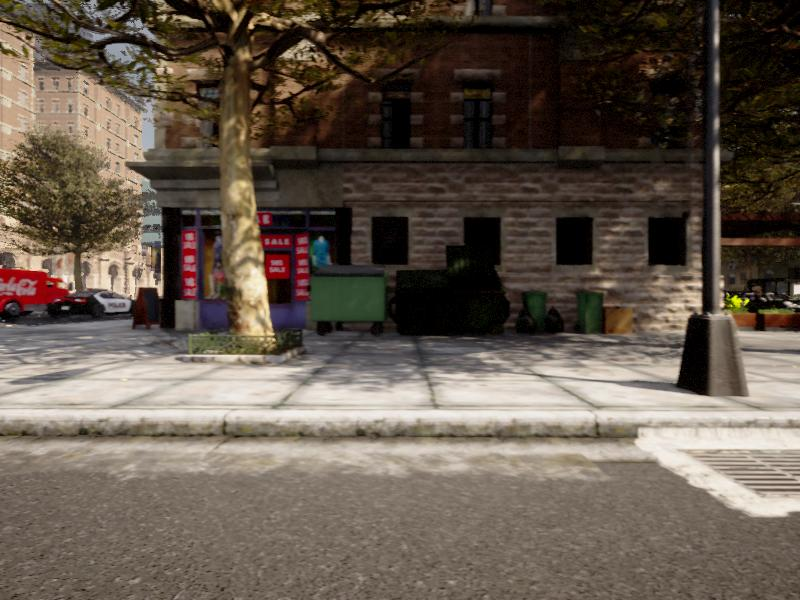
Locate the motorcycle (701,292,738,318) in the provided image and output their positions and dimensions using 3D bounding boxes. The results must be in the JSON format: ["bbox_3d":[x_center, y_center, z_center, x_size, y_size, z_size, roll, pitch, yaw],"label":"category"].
[{"bbox_3d":[16.049,0.257,20.091,1.805,1.236,0.856,0,0,-30],"label":"motorcycle"}]

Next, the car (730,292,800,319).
[{"bbox_3d":[22.014,0.308,23.619,1.970,1.475,3.806,0,0,1],"label":"car"}]

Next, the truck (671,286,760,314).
[{"bbox_3d":[25.545,0.006,32.876,2.390,2.098,6.274,0,0,0],"label":"truck"}]

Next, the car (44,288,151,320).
[{"bbox_3d":[-16.103,0.187,21.718,2.038,1.542,4.974,0,0,0],"label":"car"}]

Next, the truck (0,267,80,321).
[{"bbox_3d":[-19.612,-0.286,20.258,2.627,2.467,5.204,0,0,0],"label":"truck"}]

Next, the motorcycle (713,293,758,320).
[{"bbox_3d":[15.953,0.298,19.037,2.033,1.145,0.803,0,10,-30],"label":"motorcycle"}]
